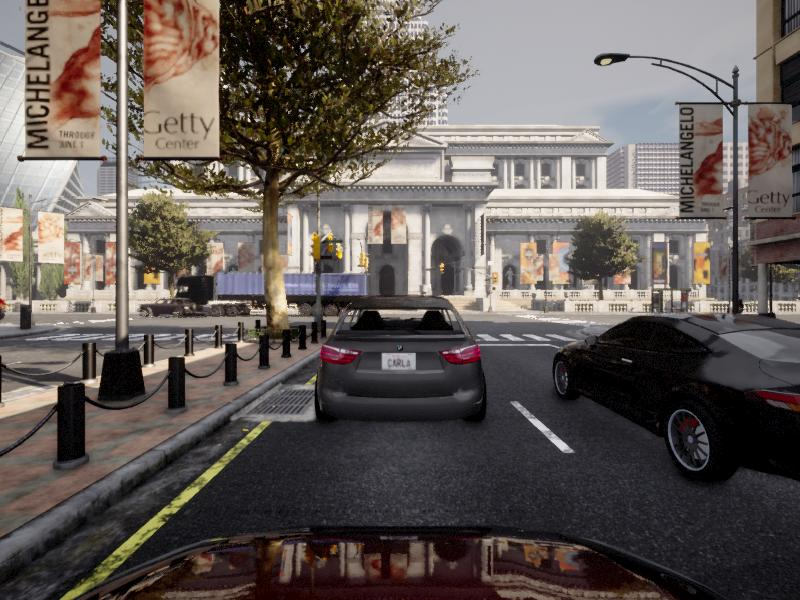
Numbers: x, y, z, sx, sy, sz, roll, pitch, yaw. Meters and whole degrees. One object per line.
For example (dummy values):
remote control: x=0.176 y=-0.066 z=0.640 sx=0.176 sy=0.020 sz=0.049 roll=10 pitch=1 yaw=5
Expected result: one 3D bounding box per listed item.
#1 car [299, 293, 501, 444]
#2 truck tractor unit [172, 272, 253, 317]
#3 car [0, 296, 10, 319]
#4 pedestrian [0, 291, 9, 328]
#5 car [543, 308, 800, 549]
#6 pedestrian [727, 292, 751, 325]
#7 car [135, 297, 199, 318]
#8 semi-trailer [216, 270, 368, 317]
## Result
car: x=0.019 y=0.756 z=6.742 sx=2.242 sy=1.667 sz=4.611 roll=0 pitch=0 yaw=0
truck tractor unit: x=-18.309 y=-0.528 z=39.414 sx=6.516 sy=4.208 sz=3.053 roll=0 pitch=0 yaw=0
car: x=-34.566 y=0.646 z=32.518 sx=3.866 sy=1.878 sz=1.905 roll=0 pitch=0 yaw=0
pedestrian: x=-20.301 y=0.485 z=20.188 sx=0.751 sy=1.860 sz=0.751 roll=0 pitch=0 yaw=-39
car: x=3.472 y=0.870 z=4.859 sx=1.812 sy=1.442 sz=4.674 roll=0 pitch=0 yaw=0
pedestrian: x=19.310 y=0.485 z=22.791 sx=0.751 sy=1.860 sz=0.751 roll=0 pitch=0 yaw=6
car: x=-20.842 y=0.655 z=35.943 sx=4.605 sy=1.855 sz=1.932 roll=1 pitch=0 yaw=0
semi-trailer: x=-10.391 y=-0.621 z=39.368 sx=14.254 sy=4.402 sz=2.717 roll=0 pitch=0 yaw=0
